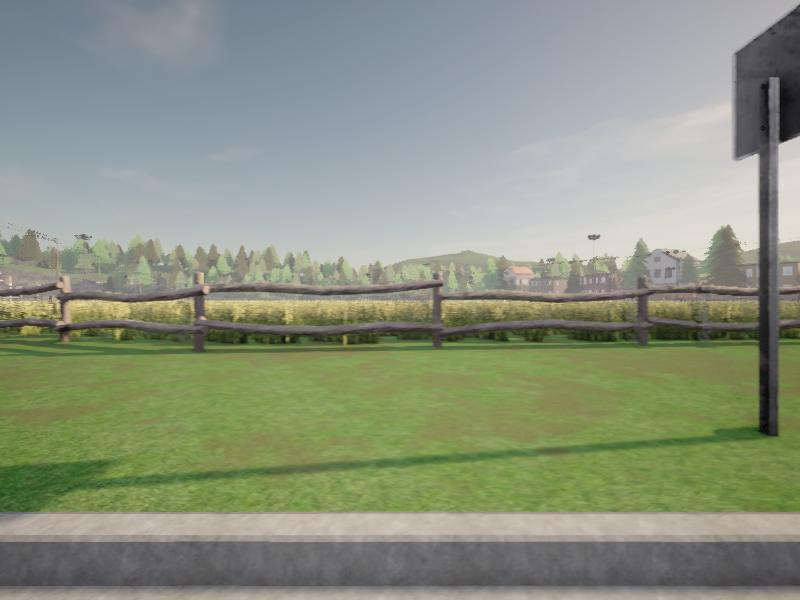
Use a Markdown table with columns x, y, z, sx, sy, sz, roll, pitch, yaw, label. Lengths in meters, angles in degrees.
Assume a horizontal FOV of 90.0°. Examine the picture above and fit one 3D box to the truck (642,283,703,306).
| x | y | z | sx | sy | sz | roll | pitch | yaw | label |
| --- | --- | --- | --- | --- | --- | --- | --- | --- | --- |
| 47.144 | -0.911 | 69.542 | 2.891 | 3.827 | 8.468 | 0 | 0 | -25 | truck |
